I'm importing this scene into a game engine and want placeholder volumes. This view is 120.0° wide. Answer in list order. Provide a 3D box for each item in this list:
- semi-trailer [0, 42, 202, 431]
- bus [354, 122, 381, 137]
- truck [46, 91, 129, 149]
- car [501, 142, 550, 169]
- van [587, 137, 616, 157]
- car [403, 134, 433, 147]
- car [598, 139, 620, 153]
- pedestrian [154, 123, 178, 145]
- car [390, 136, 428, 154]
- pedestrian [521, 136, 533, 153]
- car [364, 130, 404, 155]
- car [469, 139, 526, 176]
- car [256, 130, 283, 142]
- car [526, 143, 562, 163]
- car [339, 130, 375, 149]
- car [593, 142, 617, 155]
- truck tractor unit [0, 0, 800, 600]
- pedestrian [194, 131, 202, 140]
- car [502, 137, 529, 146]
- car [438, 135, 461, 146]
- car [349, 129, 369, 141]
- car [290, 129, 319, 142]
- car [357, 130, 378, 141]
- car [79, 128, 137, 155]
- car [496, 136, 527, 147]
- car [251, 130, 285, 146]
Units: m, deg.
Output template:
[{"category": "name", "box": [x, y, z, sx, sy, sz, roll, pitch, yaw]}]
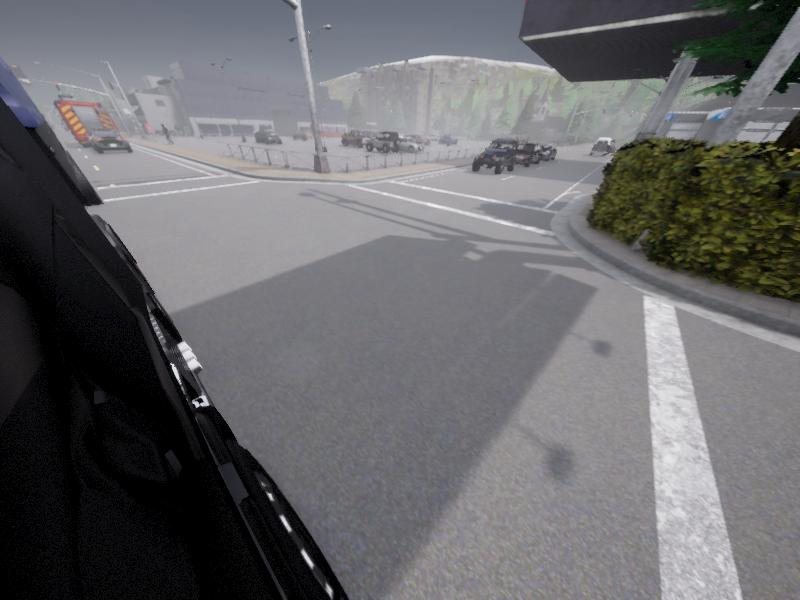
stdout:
[{"category": "semi-trailer", "box": [-8.710, -3.592, 4.226, 14.254, 4.402, 2.717, 28, 44, 30]}, {"category": "bus", "box": [-12.249, -64.700, 87.764, 10.273, 4.253, 3.944, 27, 43, 30]}, {"category": "truck", "box": [-30.393, -17.308, 22.496, 8.468, 3.827, 2.891, 27, 43, 30]}, {"category": "car", "box": [10.849, -12.560, 19.889, 2.033, 1.649, 4.856, 27, 43, 31]}, {"category": "van", "box": [27.861, -21.088, 31.838, 2.069, 2.038, 4.480, 27, 42, 31]}, {"category": "car", "box": [2.918, -26.073, 37.747, 4.514, 1.523, 2.007, 27, 43, 30]}, {"category": "car", "box": [36.173, -26.671, 39.926, 1.905, 1.878, 3.866, 28, 44, 31]}, {"category": "pedestrian", "box": [-24.362, -17.302, 24.095, 0.751, 1.860, 0.751, 0, 36, -2]}, {"category": "car", "box": [0.908, -17.477, 26.059, 3.806, 1.475, 1.970, 27, 43, 30]}, {"category": "pedestrian", "box": [17.106, -20.989, 31.133, 0.751, 1.860, 0.751, 27, 43, 31]}, {"category": "car", "box": [-1.686, -16.479, 24.114, 3.866, 1.878, 1.905, 27, 43, 30]}, {"category": "car", "box": [6.684, -9.833, 15.782, 1.905, 1.878, 3.866, 27, 43, 31]}, {"category": "car", "box": [-20.801, -26.192, 36.831, 3.806, 1.475, 1.970, 27, 43, 30]}, {"category": "car", "box": [14.931, -15.276, 23.884, 1.970, 1.475, 3.806, 28, 43, 31]}, {"category": "car", "box": [-5.612, -21.017, 30.172, 4.605, 1.855, 1.932, 27, 43, 30]}, {"category": "car", "box": [31.970, -23.671, 35.975, 2.007, 1.525, 4.514, 27, 43, 31]}, {"category": "truck tractor unit", "box": [-2.645, -0.295, 0.351, 6.516, 4.208, 3.053, 28, 44, 30]}, {"category": "pedestrian", "box": [-33.188, -26.994, 37.882, 0.500, 1.100, 0.500, 27, 43, 30]}, {"category": "car", "box": [24.813, -34.040, 49.566, 4.514, 1.523, 2.007, 27, 43, 30]}, {"category": "car", "box": [9.359, -30.450, 44.010, 3.633, 1.501, 1.845, 27, 43, 30]}, {"category": "car", "box": [-8.723, -34.924, 48.959, 3.866, 1.878, 1.905, 27, 43, 30]}, {"category": "car", "box": [-16.931, -29.215, 40.975, 5.027, 1.636, 2.152, 27, 43, 30]}, {"category": "car", "box": [-7.176, -36.353, 51.004, 4.605, 1.855, 1.932, 27, 43, 30]}, {"category": "car", "box": [-23.602, -12.853, 18.641, 4.974, 1.542, 2.038, 27, 43, 31]}, {"category": "car", "box": [22.841, -32.642, 47.565, 5.027, 1.636, 2.152, 27, 43, 30]}, {"category": "car", "box": [-17.746, -21.741, 31.003, 4.514, 1.523, 2.007, 27, 43, 30]}]
